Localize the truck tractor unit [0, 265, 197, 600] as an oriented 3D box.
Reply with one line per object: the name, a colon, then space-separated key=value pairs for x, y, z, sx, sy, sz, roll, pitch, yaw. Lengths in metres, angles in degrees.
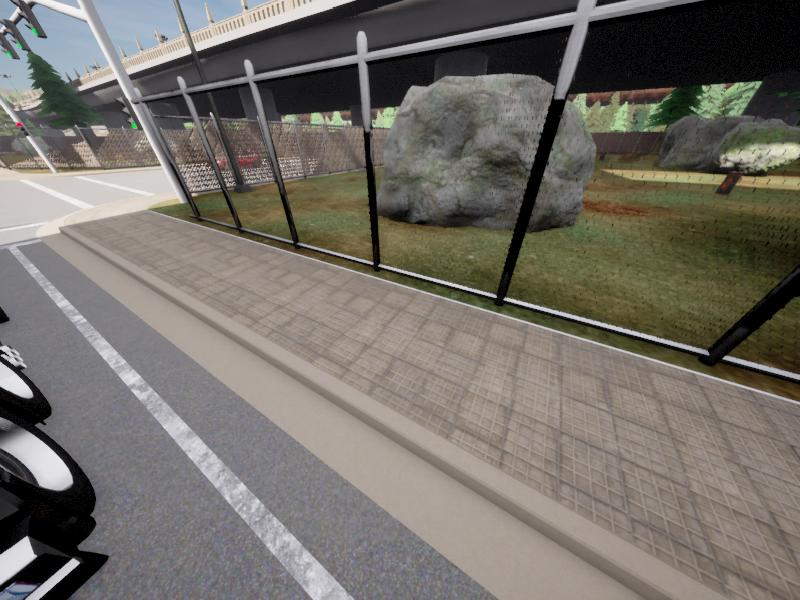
truck tractor unit: x=-5.113 y=-0.299 z=0.777 sx=6.516 sy=4.208 sz=3.053 roll=18 pitch=39 yaw=24
